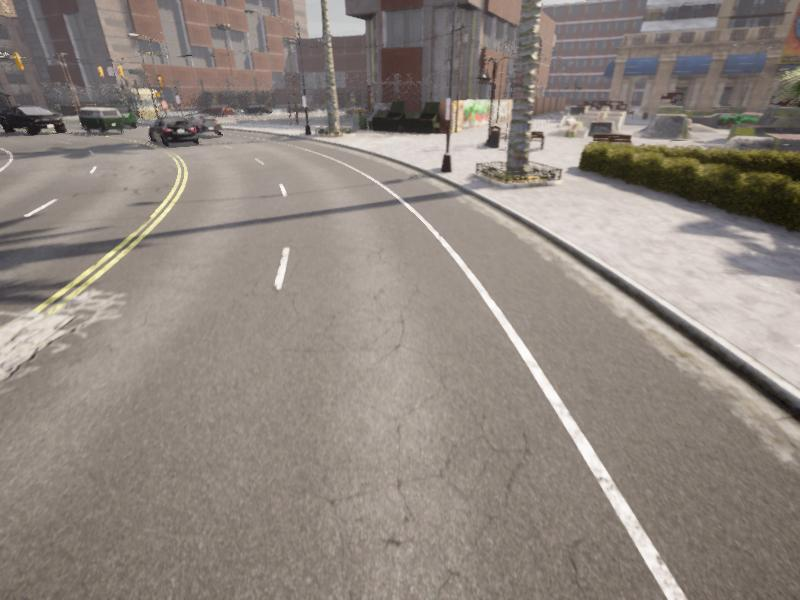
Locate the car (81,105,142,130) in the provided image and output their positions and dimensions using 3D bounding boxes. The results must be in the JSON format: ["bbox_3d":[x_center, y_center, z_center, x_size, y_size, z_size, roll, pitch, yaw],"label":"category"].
[{"bbox_3d":[-28.096,-17.863,39.001,5.566,2.045,2.150,15,31,27],"label":"car"}]

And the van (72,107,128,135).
[{"bbox_3d":[-25.463,-15.232,33.964,4.442,1.987,1.775,16,32,29],"label":"van"}]

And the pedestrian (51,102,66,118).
[{"bbox_3d":[-45.902,-25.572,53.784,0.751,1.860,0.751,17,32,30],"label":"pedestrian"}]

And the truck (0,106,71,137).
[{"bbox_3d":[-30.705,-14.927,33.260,6.274,2.098,2.390,14,30,26],"label":"truck"}]

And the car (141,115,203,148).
[{"bbox_3d":[-15.403,-11.457,26.981,2.242,1.667,4.611,-22,35,-36],"label":"car"}]

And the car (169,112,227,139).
[{"bbox_3d":[-16.176,-14.003,31.969,5.027,1.651,2.152,24,36,38],"label":"car"}]
